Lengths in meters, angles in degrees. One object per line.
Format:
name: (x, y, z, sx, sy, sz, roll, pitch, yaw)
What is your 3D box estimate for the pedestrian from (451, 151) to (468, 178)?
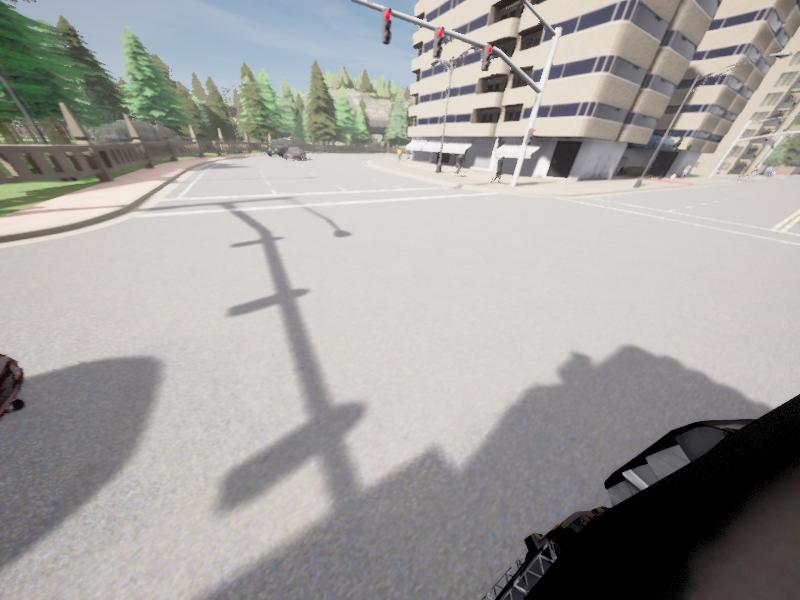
pedestrian: (4.902, -11.268, 19.200, 0.751, 1.860, 0.751, -17, 39, -28)

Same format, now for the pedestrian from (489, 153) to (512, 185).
pedestrian: (7.064, -9.244, 16.352, 0.751, 1.860, 0.751, -16, 38, -27)

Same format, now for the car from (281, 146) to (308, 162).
car: (-13.114, -18.369, 28.999, 1.812, 1.442, 4.674, -2, 34, -7)

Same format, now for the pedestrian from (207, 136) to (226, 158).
pedestrian: (-19.139, -15.937, 24.149, 0.751, 1.860, 0.751, 1, 34, -3)

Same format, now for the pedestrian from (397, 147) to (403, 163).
pedestrian: (-0.003, -20.823, 33.097, 0.751, 1.860, 0.751, 0, 34, -5)

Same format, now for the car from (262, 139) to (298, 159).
car: (-17.053, -21.757, 33.185, 2.150, 2.045, 5.566, 3, 35, -1)

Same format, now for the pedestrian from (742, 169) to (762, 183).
pedestrian: (53.814, -19.003, 35.322, 0.751, 1.860, 0.751, -16, 38, -27)

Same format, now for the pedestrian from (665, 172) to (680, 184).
pedestrian: (29.720, -13.331, 25.187, 0.500, 1.100, 0.500, -15, 38, -25)

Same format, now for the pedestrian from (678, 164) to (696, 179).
pedestrian: (41.674, -18.724, 33.598, 0.751, 1.860, 0.751, -17, 39, -27)

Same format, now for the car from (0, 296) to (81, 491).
car: (-4.772, 1.207, 0.525, 4.181, 1.385, 1.994, -16, 38, -26)
